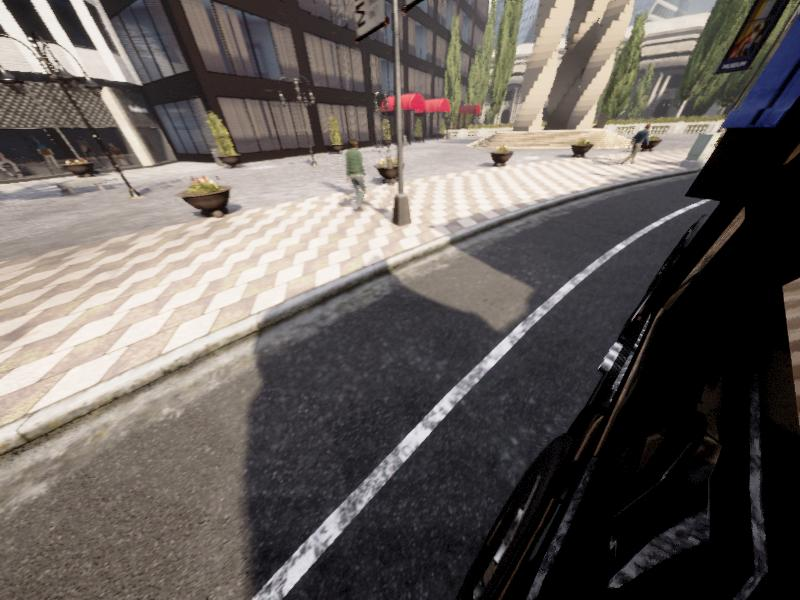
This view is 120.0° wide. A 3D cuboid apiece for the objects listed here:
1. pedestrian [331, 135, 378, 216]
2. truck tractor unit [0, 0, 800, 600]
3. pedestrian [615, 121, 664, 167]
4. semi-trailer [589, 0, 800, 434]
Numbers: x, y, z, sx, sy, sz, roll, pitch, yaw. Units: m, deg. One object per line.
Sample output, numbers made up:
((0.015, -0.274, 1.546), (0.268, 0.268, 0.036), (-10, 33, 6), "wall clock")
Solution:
((-1.223, -3.478, 6.514), (0.751, 1.860, 0.751), (14, 40, 21), "pedestrian")
((2.645, -0.295, 0.351), (6.516, 4.208, 3.053), (-28, 44, -30), "truck tractor unit")
((12.056, -7.901, 11.716), (0.751, 1.860, 0.751), (-5, 37, -4), "pedestrian")
((9.354, -3.033, 3.478), (14.254, 4.402, 2.717), (-20, 39, -22), "semi-trailer")
